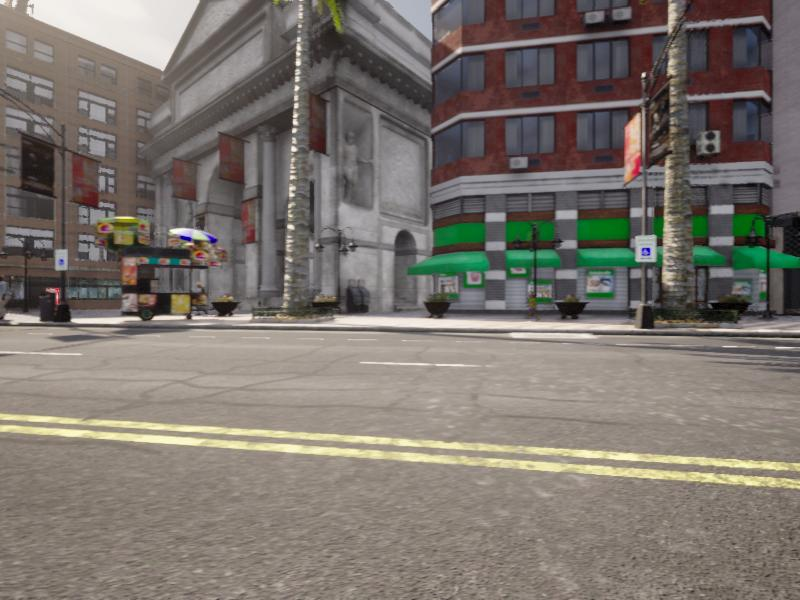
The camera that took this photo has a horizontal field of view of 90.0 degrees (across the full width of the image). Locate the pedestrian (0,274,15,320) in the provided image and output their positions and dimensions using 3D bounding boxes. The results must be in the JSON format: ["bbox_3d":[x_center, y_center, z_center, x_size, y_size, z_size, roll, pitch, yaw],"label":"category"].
[{"bbox_3d":[-16.268,-0.121,16.342,0.751,1.860,0.751,0,0,42],"label":"pedestrian"}]

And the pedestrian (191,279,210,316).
[{"bbox_3d":[-10.377,-0.116,20.810,0.751,1.860,0.751,0,0,-39],"label":"pedestrian"}]

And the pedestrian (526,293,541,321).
[{"bbox_3d":[5.253,0.267,15.786,0.500,1.100,0.500,0,0,11],"label":"pedestrian"}]
